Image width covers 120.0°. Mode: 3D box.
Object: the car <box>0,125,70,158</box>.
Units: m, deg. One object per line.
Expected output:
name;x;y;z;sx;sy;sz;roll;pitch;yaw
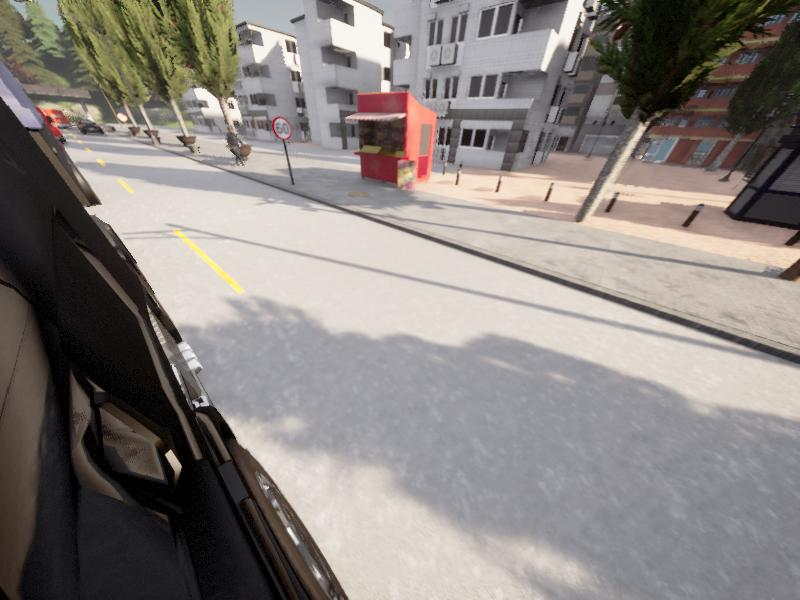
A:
car;-22.745;-9.896;14.366;4.181;1.385;1.994;28;44;30

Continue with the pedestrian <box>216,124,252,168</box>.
pedestrian;-8.828;-8.183;12.338;0.751;1.860;0.751;23;41;25

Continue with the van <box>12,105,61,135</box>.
van;-43.468;-21.566;27.748;5.915;2.561;1.988;28;44;30

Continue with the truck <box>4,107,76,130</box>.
truck;-54.375;-27.460;35.034;5.204;2.467;2.627;1;35;-2

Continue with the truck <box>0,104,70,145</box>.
truck;-30.823;-14.669;19.357;5.204;2.467;2.627;28;43;30

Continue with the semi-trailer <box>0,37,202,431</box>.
semi-trailer;-8.726;-3.579;4.212;14.254;4.402;2.717;28;43;30

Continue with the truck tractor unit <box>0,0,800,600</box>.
truck tractor unit;-2.645;-0.295;0.351;6.516;4.208;3.053;28;44;30

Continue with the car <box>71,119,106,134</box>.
car;-41.854;-23.320;31.055;4.974;1.542;2.038;28;43;30
